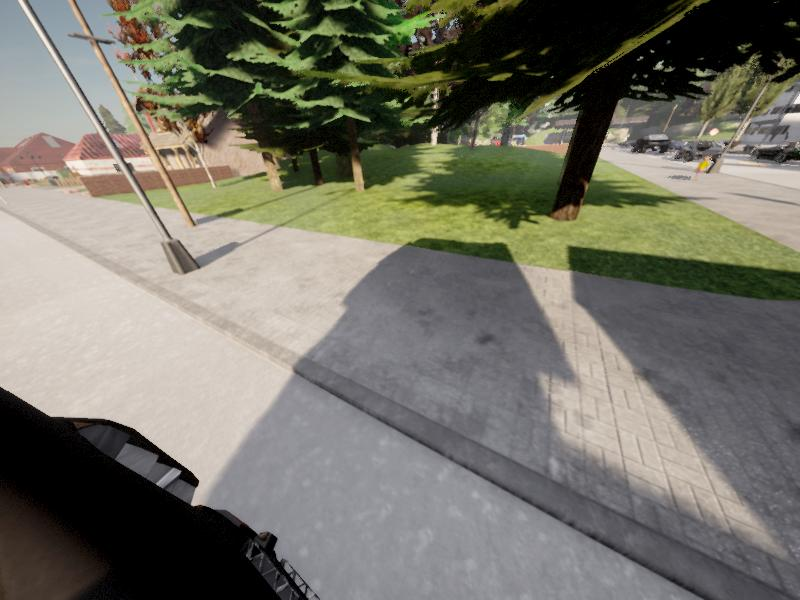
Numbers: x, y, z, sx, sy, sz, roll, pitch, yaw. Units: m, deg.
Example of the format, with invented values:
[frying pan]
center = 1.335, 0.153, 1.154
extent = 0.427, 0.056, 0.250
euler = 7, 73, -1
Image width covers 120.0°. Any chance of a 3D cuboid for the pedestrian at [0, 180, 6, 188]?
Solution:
[pedestrian]
center = -53.812, -15.933, 30.593
extent = 0.751, 1.860, 0.751
euler = 21, 41, 32
